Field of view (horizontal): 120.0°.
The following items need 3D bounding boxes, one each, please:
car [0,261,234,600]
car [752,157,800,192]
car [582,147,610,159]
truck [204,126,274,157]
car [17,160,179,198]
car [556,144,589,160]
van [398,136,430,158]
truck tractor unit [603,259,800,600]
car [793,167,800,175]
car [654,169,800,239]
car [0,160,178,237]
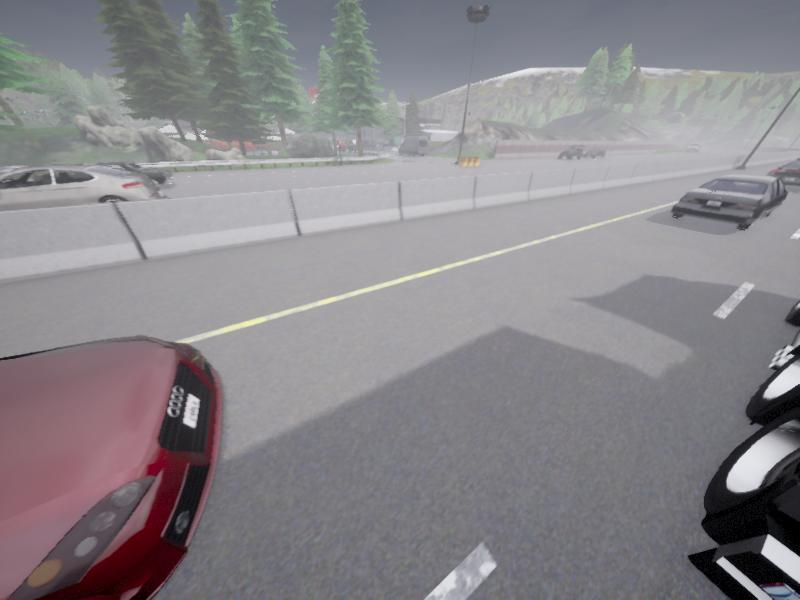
[{"bbox_3d":[-3.399,1.299,0.931,4.181,1.385,1.994,-18,39,-24],"label":"car"},{"bbox_3d":[24.283,-7.704,14.033,4.974,1.542,2.038,-18,39,-24],"label":"car"},{"bbox_3d":[31.830,-23.930,37.527,3.705,1.549,1.789,-18,39,-24],"label":"car"},{"bbox_3d":[-26.038,-25.991,38.003,8.468,3.827,2.891,-18,39,-24],"label":"truck"},{"bbox_3d":[-15.026,-6.402,12.020,4.718,1.301,1.895,-18,39,-24],"label":"car"},{"bbox_3d":[25.817,-22.128,34.574,3.866,1.878,1.905,-18,39,-24],"label":"car"},{"bbox_3d":[1.958,-23.925,36.050,1.988,2.561,5.915,-18,39,-25],"label":"van"},{"bbox_3d":[5.103,-0.305,0.806,6.516,4.208,3.053,-18,39,-25],"label":"truck tractor unit"},{"bbox_3d":[37.567,-11.990,20.345,4.974,1.542,2.038,-18,39,-24],"label":"car"},{"bbox_3d":[11.794,-3.615,8.138,5.357,1.411,2.033,-18,39,-24],"label":"car"},{"bbox_3d":[-10.831,-3.297,7.283,5.027,1.651,2.152,-18,39,-24],"label":"car"}]
